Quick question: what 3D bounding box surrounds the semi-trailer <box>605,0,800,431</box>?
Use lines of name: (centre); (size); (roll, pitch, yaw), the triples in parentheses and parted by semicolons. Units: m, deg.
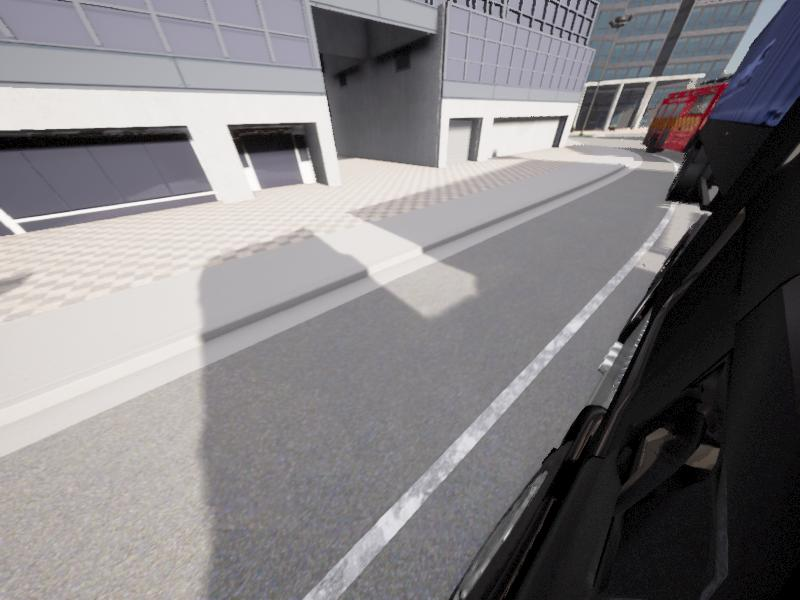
semi-trailer: (8.328, -3.833, 4.562); (2.717, 4.402, 14.254); (30, 47, 35)

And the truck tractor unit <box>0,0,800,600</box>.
truck tractor unit: (2.645, -0.295, 0.351); (6.516, 4.208, 3.053); (-28, 44, -30)

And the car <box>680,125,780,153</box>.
car: (23.253, -11.631, 16.603); (1.994, 1.385, 4.181); (8, 38, 14)

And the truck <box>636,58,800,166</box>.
truck: (18.439, -10.648, 13.542); (2.891, 3.827, 8.468); (12, 39, 18)
